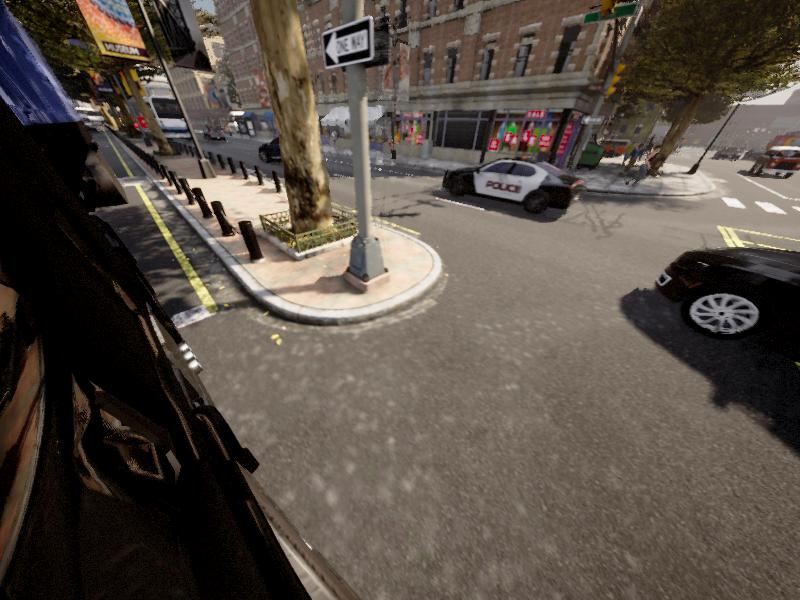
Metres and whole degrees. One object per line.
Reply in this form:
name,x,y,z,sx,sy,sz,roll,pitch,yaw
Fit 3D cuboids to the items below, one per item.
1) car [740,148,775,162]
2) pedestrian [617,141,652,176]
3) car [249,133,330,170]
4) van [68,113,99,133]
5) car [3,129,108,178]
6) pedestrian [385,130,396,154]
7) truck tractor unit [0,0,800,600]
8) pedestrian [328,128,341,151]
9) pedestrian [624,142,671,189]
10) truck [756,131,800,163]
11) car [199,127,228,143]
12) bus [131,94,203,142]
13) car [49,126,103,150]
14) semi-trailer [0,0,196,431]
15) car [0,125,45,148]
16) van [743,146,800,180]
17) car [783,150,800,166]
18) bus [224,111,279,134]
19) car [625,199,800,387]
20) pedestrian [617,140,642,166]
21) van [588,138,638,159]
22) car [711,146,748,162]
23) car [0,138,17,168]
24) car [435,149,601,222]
car,54.925,-22.361,35.582,1.837,1.490,4.892,31,45,33
pedestrian,15.083,-9.138,14.933,0.751,1.860,0.751,23,41,26
car,-7.221,-9.806,15.114,4.856,1.649,2.033,22,41,25
van,-53.121,-29.810,38.898,5.915,2.561,1.988,31,45,33
car,-16.327,-7.268,11.267,4.974,1.542,2.038,31,45,33
pedestrian,-0.900,-15.228,22.298,0.751,1.860,0.751,-25,44,-31
truck tractor unit,-2.645,-0.295,0.351,6.516,4.208,3.053,28,44,30
pedestrian,-6.651,-16.310,23.447,0.751,1.860,0.751,28,44,30
pedestrian,11.825,-6.441,11.109,0.751,1.860,0.751,28,44,30
truck,62.510,-24.778,37.305,2.891,3.827,8.468,31,45,33
car,-24.506,-21.700,30.339,3.633,1.501,1.845,31,45,33
bus,-30.052,-23.160,29.721,10.273,4.253,3.944,31,45,33
car,-27.190,-13.743,19.546,5.357,1.411,2.033,31,45,33
semi-trailer,-8.423,-3.754,4.515,14.254,4.402,2.717,31,45,33
car,-31.328,-13.328,18.780,4.181,1.385,1.994,31,45,33
van,30.873,-11.250,18.796,2.069,2.038,4.480,31,45,33
car,54.678,-19.222,31.285,1.789,1.549,3.705,31,45,33
bus,-37.487,-44.925,58.749,3.944,4.253,10.273,30,45,32
car,5.479,0.572,1.884,1.837,1.490,4.892,-8,38,-15
pedestrian,20.219,-12.963,20.386,0.751,1.860,0.751,27,43,30
van,29.132,-20.892,31.780,1.775,1.987,4.442,-26,45,-33
car,48.609,-21.651,34.178,2.152,1.651,5.027,31,45,33
car,-21.590,-7.470,11.391,4.181,1.385,1.994,31,45,33
car,4.000,-4.554,8.702,4.974,1.542,2.038,31,45,33
